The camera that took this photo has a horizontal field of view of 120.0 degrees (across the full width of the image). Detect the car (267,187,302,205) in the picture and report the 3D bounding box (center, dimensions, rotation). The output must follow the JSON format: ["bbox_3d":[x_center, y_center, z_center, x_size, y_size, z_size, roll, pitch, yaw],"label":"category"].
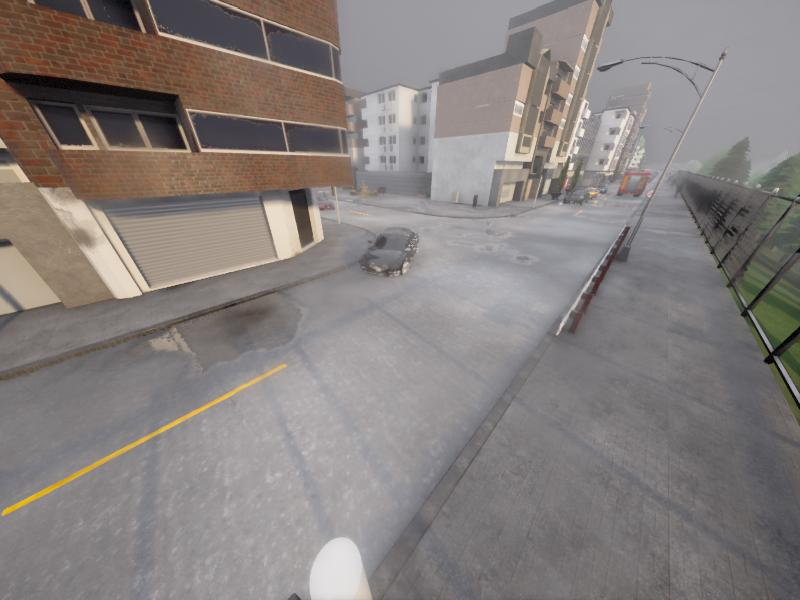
[{"bbox_3d":[-15.268,-13.764,30.432,5.027,1.651,2.152,27,39,38],"label":"car"}]

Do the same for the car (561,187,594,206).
[{"bbox_3d":[22.786,-13.386,29.605,4.553,1.767,2.097,-27,39,-38],"label":"car"}]

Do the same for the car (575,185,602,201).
[{"bbox_3d":[27.818,-15.809,34.016,5.366,1.575,1.801,-27,39,-38],"label":"car"}]

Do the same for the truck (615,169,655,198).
[{"bbox_3d":[38.791,-19.434,38.049,2.891,3.827,8.468,27,39,38],"label":"truck"}]

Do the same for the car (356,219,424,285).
[{"bbox_3d":[-0.228,-2.578,11.186,1.837,1.490,4.892,10,31,11],"label":"car"}]

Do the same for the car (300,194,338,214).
[{"bbox_3d":[-8.756,-10.401,24.860,1.994,1.385,4.181,-26,39,-37],"label":"car"}]

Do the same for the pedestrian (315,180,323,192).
[{"bbox_3d":[-14.720,-20.716,41.978,0.751,1.860,0.751,25,39,37],"label":"pedestrian"}]
